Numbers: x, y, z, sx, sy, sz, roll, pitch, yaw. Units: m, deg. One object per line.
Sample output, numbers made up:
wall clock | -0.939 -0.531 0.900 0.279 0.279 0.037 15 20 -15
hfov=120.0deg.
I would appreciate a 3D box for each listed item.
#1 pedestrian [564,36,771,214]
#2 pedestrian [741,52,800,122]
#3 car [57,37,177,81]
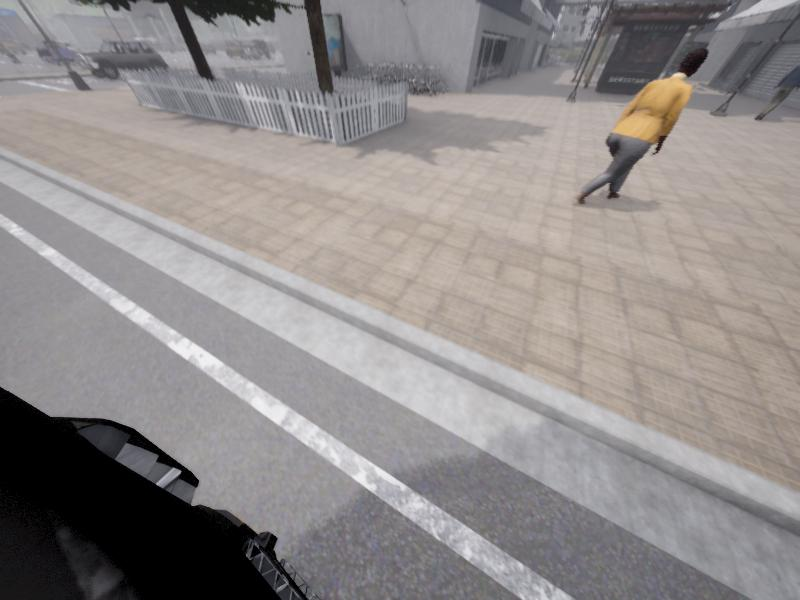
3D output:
pedestrian | 3.409 -2.323 3.287 0.751 1.860 0.751 -7 48 -8
pedestrian | 14.275 -7.799 8.501 0.751 1.860 0.751 -15 50 -15
car | -18.841 -16.426 15.748 1.932 1.855 4.605 22 51 18
